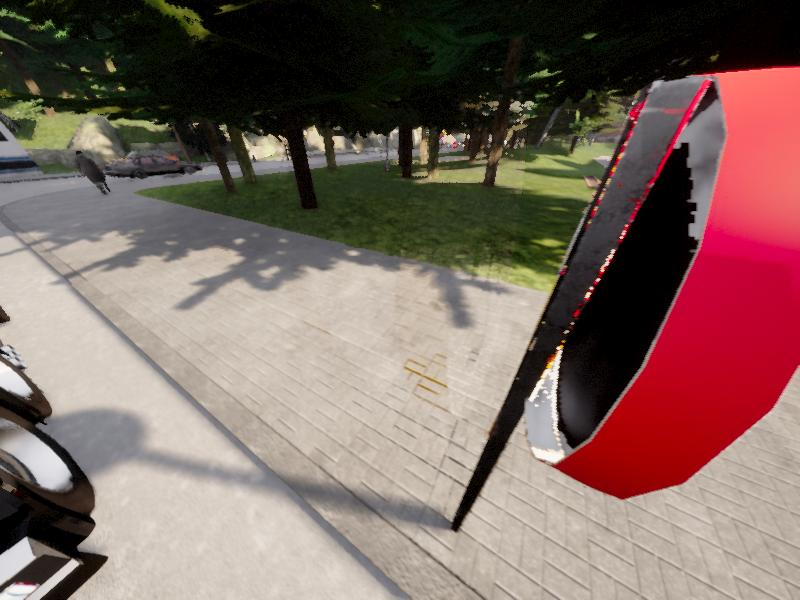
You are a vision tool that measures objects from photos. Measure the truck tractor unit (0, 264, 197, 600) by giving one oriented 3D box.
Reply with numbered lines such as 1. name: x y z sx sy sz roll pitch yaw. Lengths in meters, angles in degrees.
1. truck tractor unit: -5.111 -0.300 0.781 6.516 4.208 3.053 18 39 24

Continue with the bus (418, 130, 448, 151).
1. bus: 9.050 -42.661 61.866 3.944 4.253 10.273 18 39 24

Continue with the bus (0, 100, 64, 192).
1. bus: -23.588 -6.270 9.497 3.944 4.253 10.273 -2 35 -1

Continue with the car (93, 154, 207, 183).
1. car: -18.290 -10.007 17.320 2.033 1.411 5.357 19 39 26

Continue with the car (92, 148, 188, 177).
1. car: -21.201 -11.500 19.140 2.097 1.767 4.553 17 39 23

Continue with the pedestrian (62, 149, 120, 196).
1. pedestrian: -14.502 -6.020 10.929 0.751 1.860 0.751 -22 40 -28
